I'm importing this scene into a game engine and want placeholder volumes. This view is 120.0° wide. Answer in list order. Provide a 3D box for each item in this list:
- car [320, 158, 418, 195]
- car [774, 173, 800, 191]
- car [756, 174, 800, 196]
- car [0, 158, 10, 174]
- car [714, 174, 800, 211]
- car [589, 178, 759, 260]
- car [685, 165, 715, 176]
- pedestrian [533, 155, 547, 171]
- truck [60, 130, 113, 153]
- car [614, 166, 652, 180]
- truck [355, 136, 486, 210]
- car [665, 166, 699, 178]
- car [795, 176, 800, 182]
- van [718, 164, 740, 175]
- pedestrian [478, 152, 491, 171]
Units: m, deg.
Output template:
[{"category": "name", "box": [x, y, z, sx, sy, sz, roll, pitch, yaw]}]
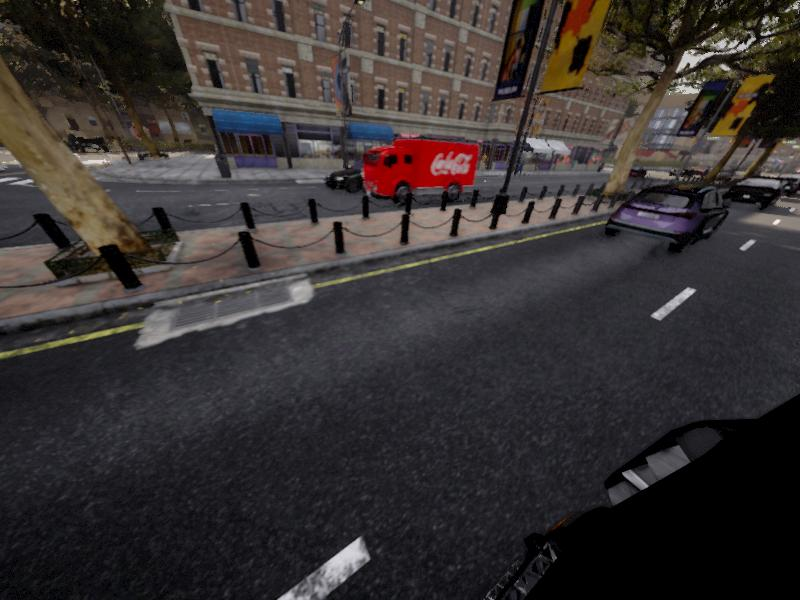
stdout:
[{"category": "car", "box": [-1.675, -7.118, 13.165, 4.974, 1.542, 2.038, -17, 38, -26]}, {"category": "car", "box": [45.727, -13.681, 26.697, 4.892, 1.490, 1.837, -16, 38, -27]}, {"category": "car", "box": [35.622, -10.692, 21.443, 3.806, 1.475, 1.970, -16, 38, -27]}, {"category": "car", "box": [-22.648, -7.176, 11.656, 5.008, 1.535, 1.882, 30, 43, 35]}, {"category": "car", "box": [22.601, -6.917, 14.617, 5.238, 1.638, 1.930, -17, 38, -26]}, {"category": "car", "box": [8.763, -2.830, 7.416, 4.856, 1.649, 2.033, -16, 38, -27]}, {"category": "car", "box": [56.167, -24.237, 43.237, 4.611, 1.667, 2.242, -16, 38, -27]}, {"category": "pedestrian", "box": [19.523, -19.126, 32.258, 0.751, 1.860, 0.751, -15, 37, -24]}, {"category": "truck", "box": [-38.983, -19.674, 28.732, 6.274, 2.098, 2.390, 21, 37, 26]}, {"category": "car", "box": [29.981, -16.398, 29.706, 4.181, 1.385, 1.994, -17, 38, -27]}, {"category": "truck", "box": [0.904, -6.007, 10.844, 5.204, 2.467, 2.627, -16, 38, -26]}, {"category": "car", "box": [45.729, -20.805, 37.447, 3.806, 1.475, 1.970, -12, 36, -21]}, {"category": "car", "box": [70.985, -21.186, 39.810, 5.027, 1.651, 2.152, -16, 38, -27]}, {"category": "van", "box": [76.638, -30.407, 53.804, 4.442, 1.987, 1.775, -16, 38, -27]}, {"category": "pedestrian", "box": [10.262, -16.877, 28.164, 0.751, 1.860, 0.751, -14, 37, -24]}]
